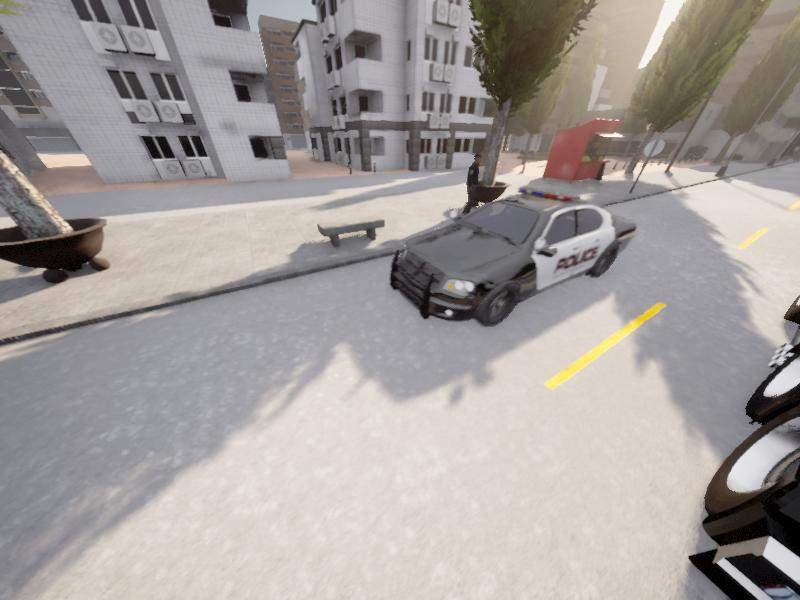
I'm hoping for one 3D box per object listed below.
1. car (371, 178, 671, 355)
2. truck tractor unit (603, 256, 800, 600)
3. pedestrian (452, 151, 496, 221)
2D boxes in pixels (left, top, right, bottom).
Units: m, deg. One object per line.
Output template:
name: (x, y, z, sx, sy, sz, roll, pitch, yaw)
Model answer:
car: (2.215, -1.129, 4.297, 4.974, 1.542, 2.038, -18, 39, -24)
truck tractor unit: (5.095, -0.316, 0.801, 6.516, 4.208, 3.053, -19, 39, -25)
pedestrian: (2.313, -3.601, 7.334, 0.751, 1.860, 0.751, 27, 43, 33)
